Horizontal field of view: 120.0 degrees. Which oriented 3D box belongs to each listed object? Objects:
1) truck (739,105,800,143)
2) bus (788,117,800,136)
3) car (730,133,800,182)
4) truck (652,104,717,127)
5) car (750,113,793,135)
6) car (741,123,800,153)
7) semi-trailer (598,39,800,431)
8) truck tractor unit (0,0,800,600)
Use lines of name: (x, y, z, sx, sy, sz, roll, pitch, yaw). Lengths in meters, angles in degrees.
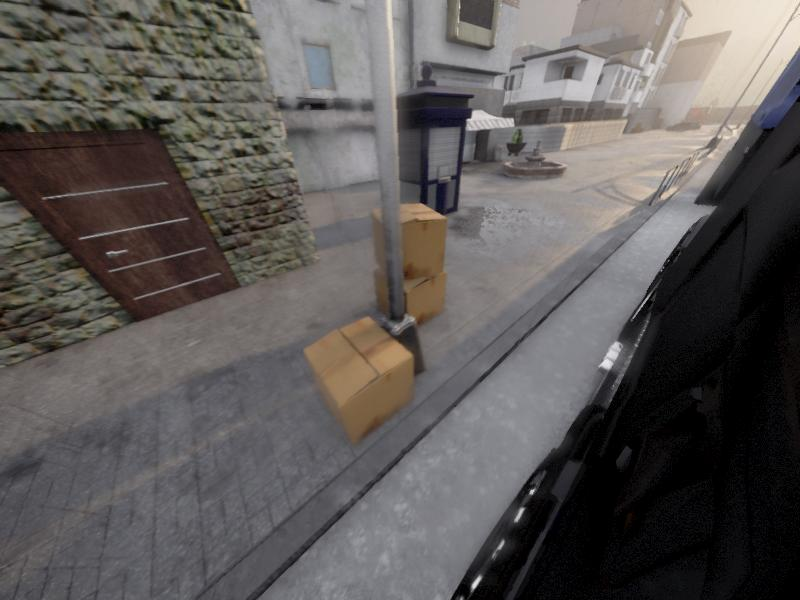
truck: (33.063, -15.514, 20.295, 5.204, 2.467, 2.627, -28, 43, -29)
bus: (44.324, -19.158, 22.969, 10.273, 4.253, 3.944, -27, 43, -30)
car: (16.200, -6.184, 9.841, 4.718, 1.301, 1.895, -28, 43, -30)
truck: (66.452, -43.258, 54.319, 2.891, 3.827, 8.468, -28, 43, -30)
car: (42.952, -20.465, 26.802, 3.866, 1.878, 1.905, -28, 43, -29)
car: (25.623, -11.150, 15.844, 4.181, 1.385, 1.994, -28, 43, -30)
semi-trailer: (8.674, -3.616, 4.260, 14.254, 4.402, 2.717, -28, 44, -30)
truck tractor unit: (2.645, -0.295, 0.351, 6.516, 4.208, 3.053, -28, 44, -30)
